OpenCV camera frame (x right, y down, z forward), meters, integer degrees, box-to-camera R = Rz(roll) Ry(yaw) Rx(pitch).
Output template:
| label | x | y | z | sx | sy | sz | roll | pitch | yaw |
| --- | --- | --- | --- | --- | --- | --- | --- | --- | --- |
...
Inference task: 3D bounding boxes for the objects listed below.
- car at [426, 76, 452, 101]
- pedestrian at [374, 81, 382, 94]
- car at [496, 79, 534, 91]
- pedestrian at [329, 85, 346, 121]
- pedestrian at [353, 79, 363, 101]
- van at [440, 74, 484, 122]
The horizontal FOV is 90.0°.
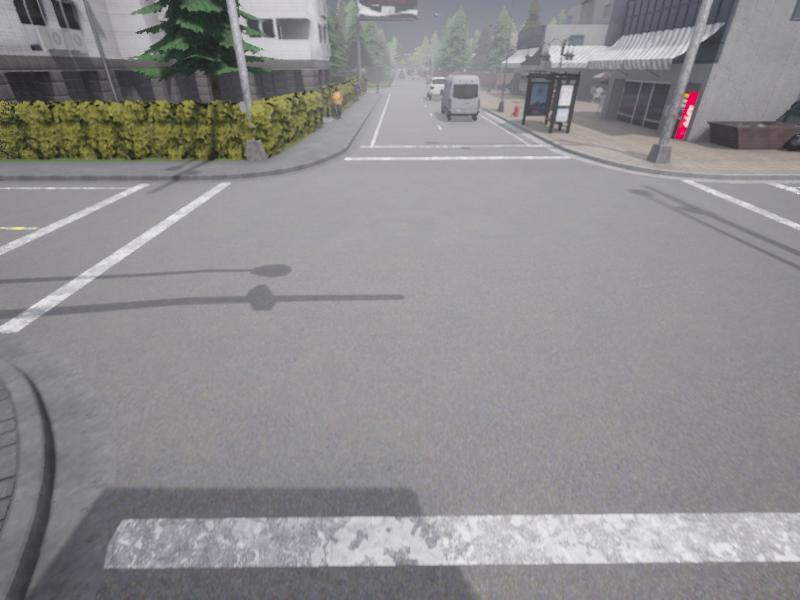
| label | x | y | z | sx | sy | sz | roll | pitch | yaw |
| --- | --- | --- | --- | --- | --- | --- | --- | --- | --- |
| car | 4.035 | -22.504 | 42.484 | 2.150 | 2.045 | 5.566 | 0 | 30 | 0 |
| pedestrian | -2.655 | -25.430 | 47.882 | 0.751 | 1.300 | 0.751 | 9 | 31 | 15 |
| car | 16.771 | -31.502 | 58.676 | 4.892 | 1.490 | 1.837 | 1 | 30 | 1 |
| pedestrian | -3.782 | -11.937 | 24.239 | 0.751 | 1.860 | 0.751 | 2 | 30 | 3 |
| pedestrian | -3.944 | -19.741 | 37.593 | 0.751 | 1.860 | 0.751 | -4 | 30 | -6 |
| van | 4.027 | -13.851 | 27.192 | 1.988 | 2.561 | 5.915 | 0 | 31 | 0 |
